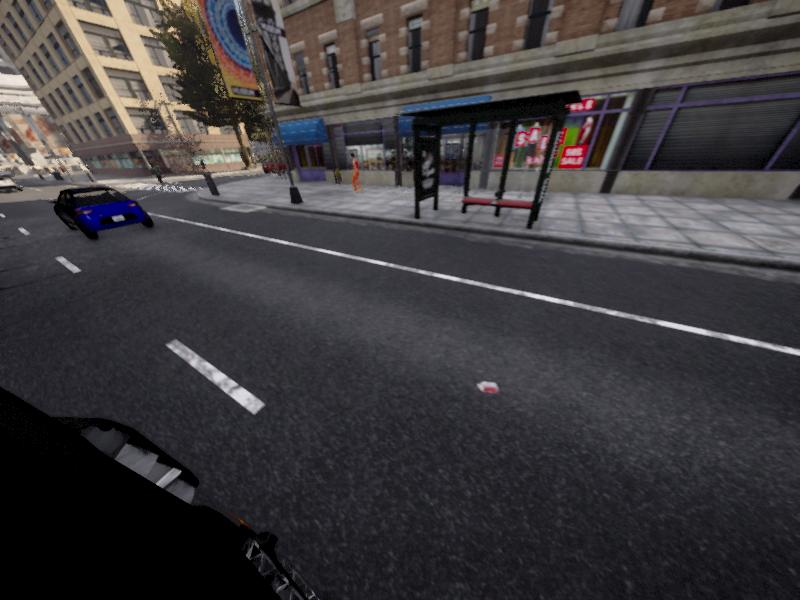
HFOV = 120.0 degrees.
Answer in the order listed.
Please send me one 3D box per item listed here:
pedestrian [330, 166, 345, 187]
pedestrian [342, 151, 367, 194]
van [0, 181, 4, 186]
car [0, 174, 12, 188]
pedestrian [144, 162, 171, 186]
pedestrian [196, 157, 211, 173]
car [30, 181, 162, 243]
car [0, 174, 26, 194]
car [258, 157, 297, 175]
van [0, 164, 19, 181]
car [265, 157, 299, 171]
[{"bbox_3d":[-3.994,-7.879,14.751,0.500,1.100,0.500,14,37,23],"label":"pedestrian"},{"bbox_3d":[-2.309,-6.552,11.946,0.751,1.860,0.751,8,35,16],"label":"pedestrian"},{"bbox_3d":[-54.604,-15.957,30.241,4.442,1.987,1.775,16,38,26],"label":"van"},{"bbox_3d":[-48.793,-14.154,27.507,3.633,1.501,1.845,16,38,26],"label":"car"},{"bbox_3d":[-22.178,-11.494,21.147,0.751,1.860,0.751,15,38,25],"label":"pedestrian"},{"bbox_3d":[-27.422,-18.790,32.212,0.751,1.860,0.751,24,42,34],"label":"pedestrian"},{"bbox_3d":[-11.333,-3.442,8.638,4.193,1.474,1.816,16,38,26],"label":"car"},{"bbox_3d":[-40.340,-11.726,23.225,4.514,1.525,2.007,16,38,26],"label":"car"},{"bbox_3d":[-15.051,-16.585,28.556,1.789,1.549,3.705,15,38,25],"label":"car"},{"bbox_3d":[-74.797,-22.568,41.289,2.351,2.431,6.366,16,38,26],"label":"van"},{"bbox_3d":[-16.571,-19.217,32.641,1.845,1.501,3.633,14,37,24],"label":"car"}]
